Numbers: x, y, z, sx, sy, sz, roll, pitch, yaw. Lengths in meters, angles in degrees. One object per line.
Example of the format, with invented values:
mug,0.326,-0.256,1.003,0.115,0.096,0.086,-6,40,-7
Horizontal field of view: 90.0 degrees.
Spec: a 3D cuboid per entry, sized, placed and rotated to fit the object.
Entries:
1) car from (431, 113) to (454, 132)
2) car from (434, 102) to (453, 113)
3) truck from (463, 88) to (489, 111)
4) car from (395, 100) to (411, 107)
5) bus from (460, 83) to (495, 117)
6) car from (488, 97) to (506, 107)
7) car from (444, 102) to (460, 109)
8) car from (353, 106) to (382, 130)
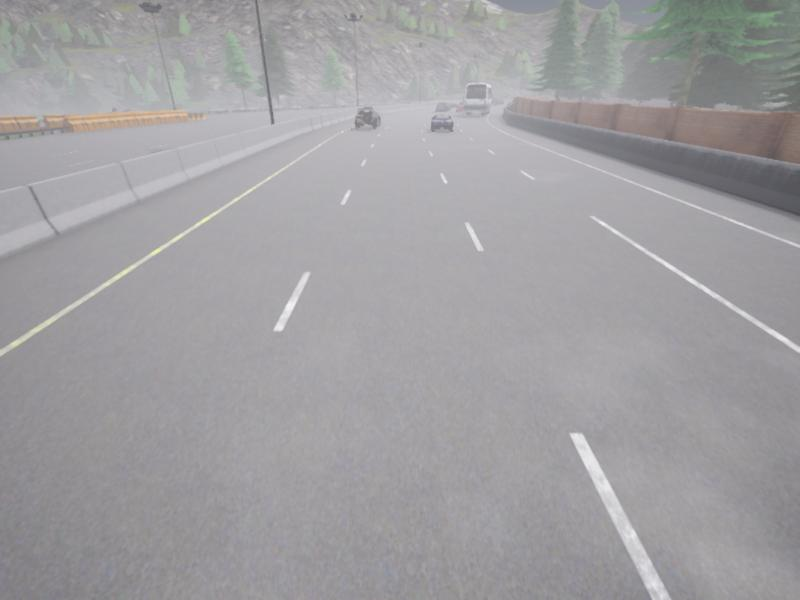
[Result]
car,3.836,-16.192,36.452,1.895,1.301,4.718,2,27,4
car,7.636,-33.749,69.998,2.033,1.649,4.856,9,29,17
truck,14.782,-38.966,77.646,2.891,3.827,8.468,11,29,20
car,0.731,-50.353,102.295,1.882,1.535,5.008,14,31,26
bus,11.920,-30.556,60.938,3.944,4.253,10.273,7,28,14
car,24.494,-50.083,101.016,2.150,2.045,5.566,17,32,30
car,11.242,-42.089,86.468,1.895,1.301,4.718,12,30,23
car,-3.072,-17.642,38.680,1.932,1.855,4.605,1,27,5
